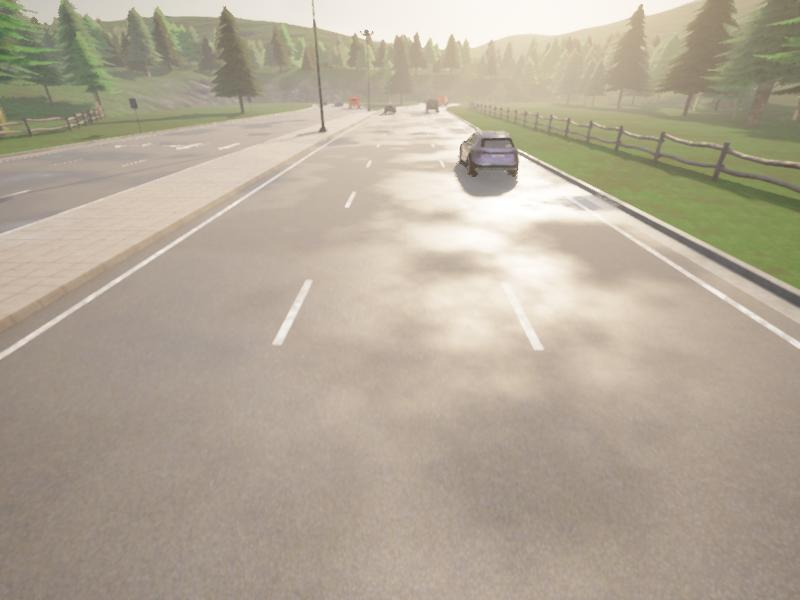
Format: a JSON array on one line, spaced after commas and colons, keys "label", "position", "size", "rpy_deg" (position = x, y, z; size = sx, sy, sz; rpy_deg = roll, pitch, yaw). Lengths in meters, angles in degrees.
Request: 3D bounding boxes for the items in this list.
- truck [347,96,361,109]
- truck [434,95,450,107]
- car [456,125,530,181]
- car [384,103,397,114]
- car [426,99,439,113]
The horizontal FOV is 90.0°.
[{"label": "truck", "position": [-9.830, -42.669, 86.308], "size": [2.627, 2.467, 5.204], "rpy_deg": [-2, 27, -4]}, {"label": "truck", "position": [10.519, -49.250, 98.886], "size": [2.627, 2.467, 5.204], "rpy_deg": [9, 29, 17]}, {"label": "car", "position": [3.737, -6.405, 17.131], "size": [2.033, 1.649, 4.856], "rpy_deg": [0, 27, 1]}, {"label": "car", "position": [-1.576, -31.376, 65.508], "size": [1.837, 1.490, 4.892], "rpy_deg": [1, 27, 2]}, {"label": "car", "position": [5.617, -33.931, 69.813], "size": [2.150, 2.045, 5.566], "rpy_deg": [1, 27, 2]}]
